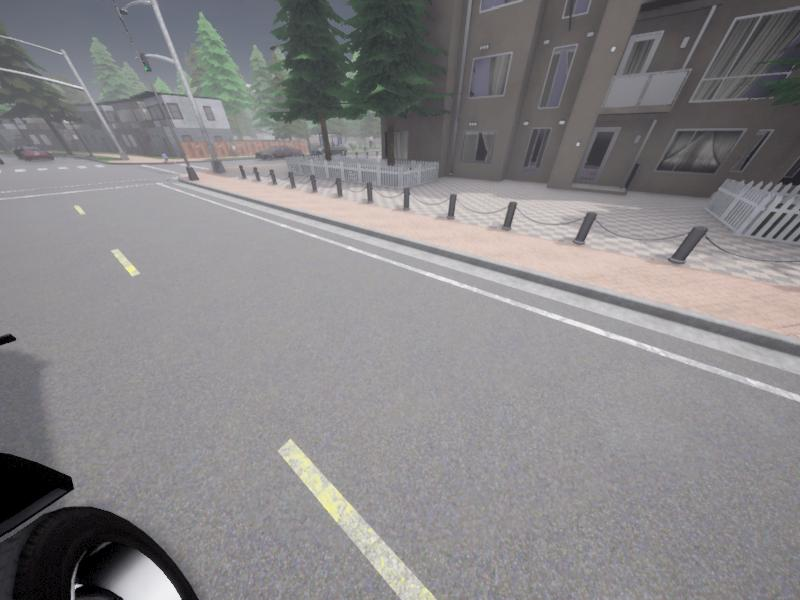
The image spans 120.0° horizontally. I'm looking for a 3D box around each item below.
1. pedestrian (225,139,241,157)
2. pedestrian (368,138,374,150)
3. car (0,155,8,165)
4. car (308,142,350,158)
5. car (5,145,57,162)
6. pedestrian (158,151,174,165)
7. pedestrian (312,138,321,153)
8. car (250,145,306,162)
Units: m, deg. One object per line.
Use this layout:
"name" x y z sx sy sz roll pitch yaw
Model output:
"pedestrian" -20.565 -18.781 28.486 0.751 1.860 0.751 21 40 26
"pedestrian" -5.646 -29.948 44.443 0.751 1.860 0.751 22 41 28
"car" -38.831 -13.286 21.259 4.181 1.385 1.994 19 39 24
"car" -9.701 -20.782 31.917 2.152 1.651 5.027 24 42 30
"car" -40.331 -16.111 25.259 4.181 1.385 1.994 17 39 23
"pedestrian" -21.899 -13.305 21.627 0.500 1.100 0.500 18 39 24
"pedestrian" -13.213 -24.427 36.552 0.751 1.860 0.751 13 37 17
"car" -14.183 -17.408 27.293 2.033 1.411 5.357 25 42 30
